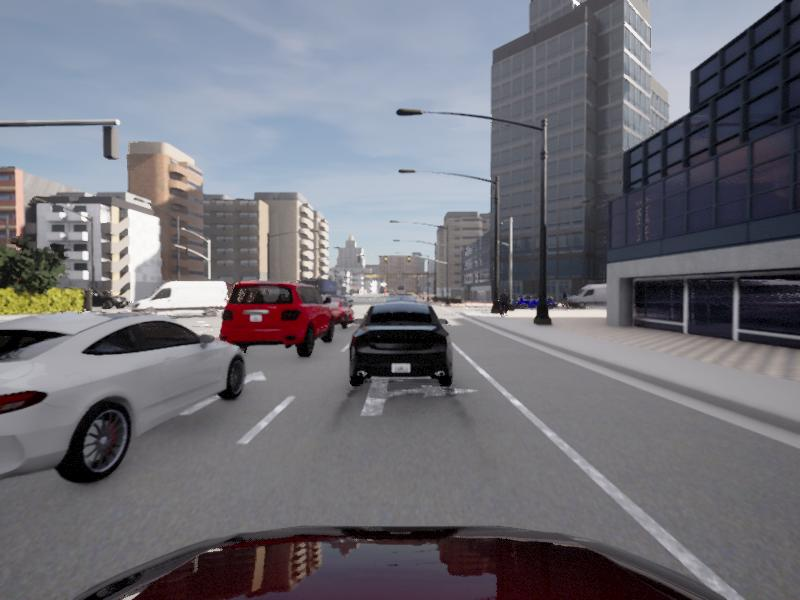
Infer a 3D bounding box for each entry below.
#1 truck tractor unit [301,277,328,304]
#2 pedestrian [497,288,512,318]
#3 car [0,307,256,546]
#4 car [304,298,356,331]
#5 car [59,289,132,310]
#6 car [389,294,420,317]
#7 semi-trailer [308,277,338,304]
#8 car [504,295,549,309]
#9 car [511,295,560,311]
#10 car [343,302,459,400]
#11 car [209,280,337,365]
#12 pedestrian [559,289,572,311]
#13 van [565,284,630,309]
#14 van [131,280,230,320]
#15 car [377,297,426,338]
[{"bbox_3d":[-13.807,-1.507,65.233,3.053,4.208,6.516,0,0,0],"label":"truck tractor unit"},{"bbox_3d":[6.705,0.189,25.700,0.751,1.860,0.751,0,1,-1],"label":"pedestrian"},{"bbox_3d":[-3.489,0.860,4.835,1.812,1.442,4.674,0,0,0],"label":"car"},{"bbox_3d":[-3.466,0.653,20.597,1.812,1.442,4.674,0,1,0],"label":"car"},{"bbox_3d":[-29.972,-0.045,39.515,5.566,2.045,2.150,0,1,1],"label":"car"},{"bbox_3d":[0.453,0.345,31.343,1.930,1.638,5.238,0,1,6],"label":"car"},{"bbox_3d":[-13.831,-1.678,73.144,2.717,4.402,14.254,0,1,0],"label":"semi-trailer"},{"bbox_3d":[13.397,0.167,42.563,4.193,1.474,1.816,0,1,1],"label":"car"},{"bbox_3d":[13.165,0.248,39.067,4.193,1.474,1.816,0,1,0],"label":"car"},{"bbox_3d":[0.022,0.812,8.752,1.837,1.490,4.892,0,0,0],"label":"car"},{"bbox_3d":[-3.471,0.497,12.361,2.150,2.045,5.566,0,1,0],"label":"car"},{"bbox_3d":[14.128,-0.004,34.220,0.751,1.860,0.751,0,1,-11],"label":"pedestrian"},{"bbox_3d":[20.877,-0.363,42.472,5.915,2.561,1.988,0,1,1],"label":"van"},{"bbox_3d":[-15.408,-0.040,28.229,5.915,2.561,1.988,-1,1,-34],"label":"van"},{"bbox_3d":[0.054,0.658,17.825,1.882,1.535,5.008,0,1,0],"label":"car"}]
